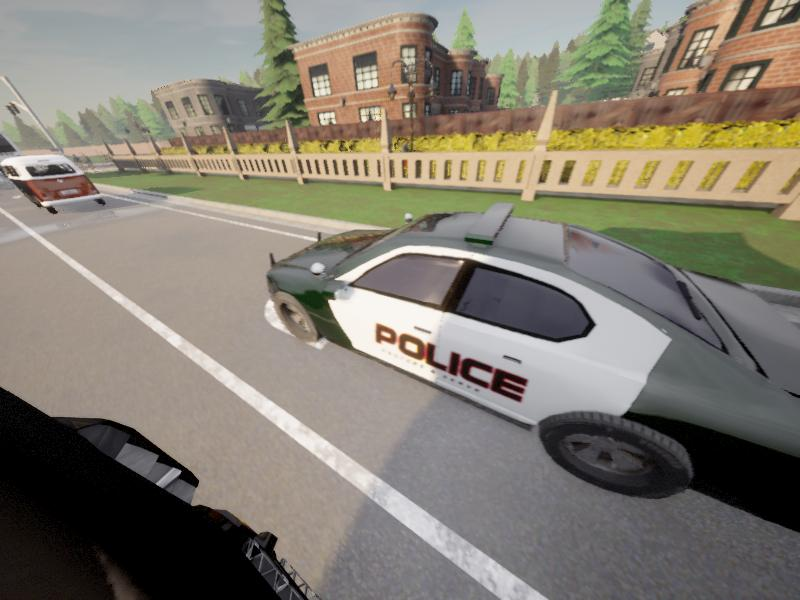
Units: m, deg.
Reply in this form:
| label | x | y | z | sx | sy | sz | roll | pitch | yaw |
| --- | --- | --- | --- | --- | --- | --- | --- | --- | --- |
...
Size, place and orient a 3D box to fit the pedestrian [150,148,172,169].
| label | x | y | z | sx | sy | sz | roll | pitch | yaw |
| --- | --- | --- | --- | --- | --- | --- | --- | --- | --- |
| pedestrian | -25.550 | -15.167 | 24.723 | 0.751 | 1.860 | 0.751 | 19 | 41 | 28 |

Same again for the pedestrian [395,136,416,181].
| label | x | y | z | sx | sy | sz | roll | pitch | yaw |
| --- | --- | --- | --- | --- | --- | --- | --- | --- | --- |
| pedestrian | 0.295 | -7.226 | 11.820 | 0.751 | 1.860 | 0.751 | 16 | 40 | 24 |

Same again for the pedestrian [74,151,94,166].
| label | x | y | z | sx | sy | sz | roll | pitch | yaw |
| --- | --- | --- | --- | --- | --- | --- | --- | --- | --- |
| pedestrian | -47.122 | -21.037 | 34.433 | 0.751 | 1.860 | 0.751 | 8 | 37 | 15 |

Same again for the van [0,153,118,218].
| label | x | y | z | sx | sy | sz | roll | pitch | yaw |
| --- | --- | --- | --- | --- | --- | --- | --- | --- | --- |
| van | -15.535 | -5.242 | 10.318 | 4.480 | 2.038 | 2.069 | 17 | 40 | 25 |

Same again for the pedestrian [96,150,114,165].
| label | x | y | z | sx | sy | sz | roll | pitch | yaw |
| --- | --- | --- | --- | --- | --- | --- | --- | --- | --- |
| pedestrian | -46.016 | -22.211 | 35.993 | 0.751 | 1.860 | 0.751 | 13 | 39 | 21 |

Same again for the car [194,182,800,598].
| label | x | y | z | sx | sy | sz | roll | pitch | yaw |
| --- | --- | --- | --- | --- | --- | --- | --- | --- | --- |
| car | 0.473 | -0.190 | 2.576 | 4.974 | 1.542 | 2.038 | 17 | 40 | 25 |

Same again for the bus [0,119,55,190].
| label | x | y | z | sx | sy | sz | roll | pitch | yaw |
| --- | --- | --- | --- | --- | --- | --- | --- | --- | --- |
| bus | -33.972 | -11.682 | 18.710 | 10.273 | 4.253 | 3.944 | 18 | 41 | 26 |

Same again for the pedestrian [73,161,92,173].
| label | x | y | z | sx | sy | sz | roll | pitch | yaw |
| --- | --- | --- | --- | --- | --- | --- | --- | --- | --- |
| pedestrian | -33.016 | -13.831 | 24.038 | 0.500 | 1.100 | 0.500 | 6 | 36 | 12 |

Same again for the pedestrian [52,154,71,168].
| label | x | y | z | sx | sy | sz | roll | pitch | yaw |
| --- | --- | --- | --- | --- | --- | --- | --- | --- | --- |
| pedestrian | -52.916 | -21.743 | 36.148 | 0.751 | 1.860 | 0.751 | 20 | 41 | 28 |

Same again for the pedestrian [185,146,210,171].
| label | x | y | z | sx | sy | sz | roll | pitch | yaw |
| --- | --- | --- | --- | --- | --- | --- | --- | --- | --- |
| pedestrian | -18.363 | -12.837 | 20.964 | 0.751 | 1.860 | 0.751 | 19 | 41 | 27 |

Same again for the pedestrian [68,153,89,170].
| label | x | y | z | sx | sy | sz | roll | pitch | yaw |
| --- | --- | --- | --- | --- | --- | --- | --- | --- | --- |
| pedestrian | -43.101 | -18.582 | 30.986 | 0.751 | 1.860 | 0.751 | 17 | 40 | 25 |

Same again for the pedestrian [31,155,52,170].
| label | x | y | z | sx | sy | sz | roll | pitch | yaw |
| --- | --- | --- | --- | --- | --- | --- | --- | --- | --- |
| pedestrian | -54.090 | -20.820 | 34.884 | 0.751 | 1.860 | 0.751 | 15 | 39 | 23 |

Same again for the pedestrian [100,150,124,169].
| label | x | y | z | sx | sy | sz | roll | pitch | yaw |
| --- | --- | --- | --- | --- | --- | --- | --- | --- | --- |
| pedestrian | -35.133 | -17.187 | 28.216 | 0.751 | 1.860 | 0.751 | 0 | 36 | 4 |

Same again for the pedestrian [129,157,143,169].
| label | x | y | z | sx | sy | sz | roll | pitch | yaw |
| --- | --- | --- | --- | --- | --- | --- | --- | --- | --- |
| pedestrian | -29.452 | -15.241 | 25.754 | 0.500 | 1.100 | 0.500 | 18 | 40 | 26 |

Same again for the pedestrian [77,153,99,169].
| label | x | y | z | sx | sy | sz | roll | pitch | yaw |
| --- | --- | --- | --- | --- | --- | --- | --- | --- | --- |
| pedestrian | -42.476 | -18.949 | 31.463 | 0.751 | 1.860 | 0.751 | 15 | 39 | 24 |

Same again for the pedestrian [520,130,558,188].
| label | x | y | z | sx | sy | sz | roll | pitch | yaw |
| --- | --- | --- | --- | --- | --- | --- | --- | --- | --- |
| pedestrian | 5.359 | -5.445 | 8.978 | 0.751 | 1.860 | 0.751 | 14 | 39 | 22 |
